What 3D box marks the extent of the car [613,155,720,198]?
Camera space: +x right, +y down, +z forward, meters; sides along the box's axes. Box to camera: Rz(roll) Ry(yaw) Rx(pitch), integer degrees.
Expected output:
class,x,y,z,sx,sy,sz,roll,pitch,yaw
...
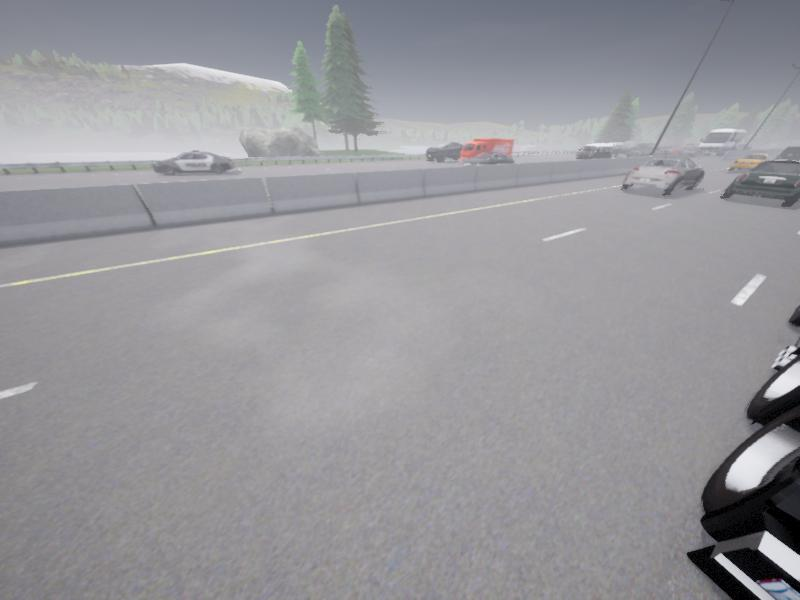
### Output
class,x,y,z,sx,sy,sz,roll,pitch,yaw
car,14.650,-6.930,12.715,5.027,1.651,2.152,-18,39,-24

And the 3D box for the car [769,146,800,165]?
class,x,y,z,sx,sy,sz,roll,pitch,yaw
car,49.481,-18.319,29.225,3.866,1.878,1.905,-18,39,-24

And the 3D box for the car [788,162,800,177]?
class,x,y,z,sx,sy,sz,roll,pitch,yaw
car,34.006,-10.832,18.655,3.806,1.475,1.970,-18,39,-24

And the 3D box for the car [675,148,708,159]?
class,x,y,z,sx,sy,sz,roll,pitch,yaw
car,49.938,-25.181,39.537,5.357,1.411,2.033,-18,39,-24

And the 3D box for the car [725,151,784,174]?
class,x,y,z,sx,sy,sz,roll,pitch,yaw
car,32.821,-12.797,21.379,5.366,1.575,1.801,-18,39,-24

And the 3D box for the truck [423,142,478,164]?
class,x,y,z,sx,sy,sz,roll,pitch,yaw
truck,6.206,-18.218,28.454,6.274,2.098,2.390,-18,39,-24

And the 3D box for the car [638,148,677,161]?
class,x,y,z,sx,sy,sz,roll,pitch,yaw
car,37.332,-21.146,33.499,4.902,1.511,2.128,-18,39,-24

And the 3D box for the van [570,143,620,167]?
class,x,y,z,sx,sy,sz,roll,pitch,yaw
van,21.874,-16.355,25.987,4.480,2.038,2.069,-18,39,-24

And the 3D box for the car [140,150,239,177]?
class,x,y,z,sx,sy,sz,roll,pitch,yaw
car,-15.567,-10.412,17.504,4.974,1.542,2.038,-11,36,-17

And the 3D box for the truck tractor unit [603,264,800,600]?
class,x,y,z,sx,sy,sz,roll,pitch,yaw
truck tractor unit,5.110,-0.300,0.791,6.516,4.208,3.053,-18,39,-24

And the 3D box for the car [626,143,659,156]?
class,x,y,z,sx,sy,sz,roll,pitch,yaw
car,46.453,-28.930,44.322,5.566,2.045,2.150,-18,39,-24

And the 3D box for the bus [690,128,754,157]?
class,x,y,z,sx,sy,sz,roll,pitch,yaw
bus,61.335,-29.966,44.027,10.273,4.253,3.944,-18,39,-24

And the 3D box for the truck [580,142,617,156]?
class,x,y,z,sx,sy,sz,roll,pitch,yaw
truck,37.176,-28.250,43.205,6.274,2.098,2.390,-18,39,-24

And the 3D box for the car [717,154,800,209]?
class,x,y,z,sx,sy,sz,roll,pitch,yaw
car,17.826,-5.724,10.863,4.553,1.767,2.097,-18,39,-24

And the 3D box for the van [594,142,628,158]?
class,x,y,z,sx,sy,sz,roll,pitch,yaw
van,35.851,-25.500,39.274,4.480,2.038,2.069,-19,39,-24

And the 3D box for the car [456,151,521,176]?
class,x,y,z,sx,sy,sz,roll,pitch,yaw
car,7.319,-11.422,19.202,4.902,1.511,2.128,-18,39,-24

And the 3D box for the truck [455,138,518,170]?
class,x,y,z,sx,sy,sz,roll,pitch,yaw
truck,8.447,-14.495,22.794,5.204,2.467,2.627,-18,39,-24
